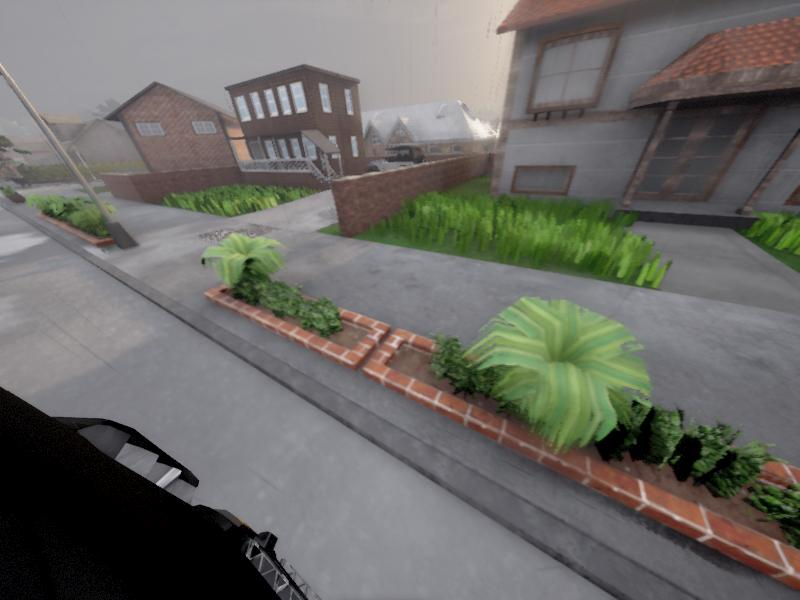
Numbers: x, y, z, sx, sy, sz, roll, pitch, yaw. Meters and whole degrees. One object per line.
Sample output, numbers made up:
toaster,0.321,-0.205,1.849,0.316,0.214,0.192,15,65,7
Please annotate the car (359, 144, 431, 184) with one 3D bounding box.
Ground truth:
car,-0.280,-8.424,14.287,3.866,1.878,1.905,16,38,26

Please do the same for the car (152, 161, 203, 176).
car,-33.135,-19.671,34.541,1.882,1.535,5.008,16,38,26

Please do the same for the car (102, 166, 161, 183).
car,-32.886,-15.506,28.432,1.994,1.385,4.181,16,38,26
